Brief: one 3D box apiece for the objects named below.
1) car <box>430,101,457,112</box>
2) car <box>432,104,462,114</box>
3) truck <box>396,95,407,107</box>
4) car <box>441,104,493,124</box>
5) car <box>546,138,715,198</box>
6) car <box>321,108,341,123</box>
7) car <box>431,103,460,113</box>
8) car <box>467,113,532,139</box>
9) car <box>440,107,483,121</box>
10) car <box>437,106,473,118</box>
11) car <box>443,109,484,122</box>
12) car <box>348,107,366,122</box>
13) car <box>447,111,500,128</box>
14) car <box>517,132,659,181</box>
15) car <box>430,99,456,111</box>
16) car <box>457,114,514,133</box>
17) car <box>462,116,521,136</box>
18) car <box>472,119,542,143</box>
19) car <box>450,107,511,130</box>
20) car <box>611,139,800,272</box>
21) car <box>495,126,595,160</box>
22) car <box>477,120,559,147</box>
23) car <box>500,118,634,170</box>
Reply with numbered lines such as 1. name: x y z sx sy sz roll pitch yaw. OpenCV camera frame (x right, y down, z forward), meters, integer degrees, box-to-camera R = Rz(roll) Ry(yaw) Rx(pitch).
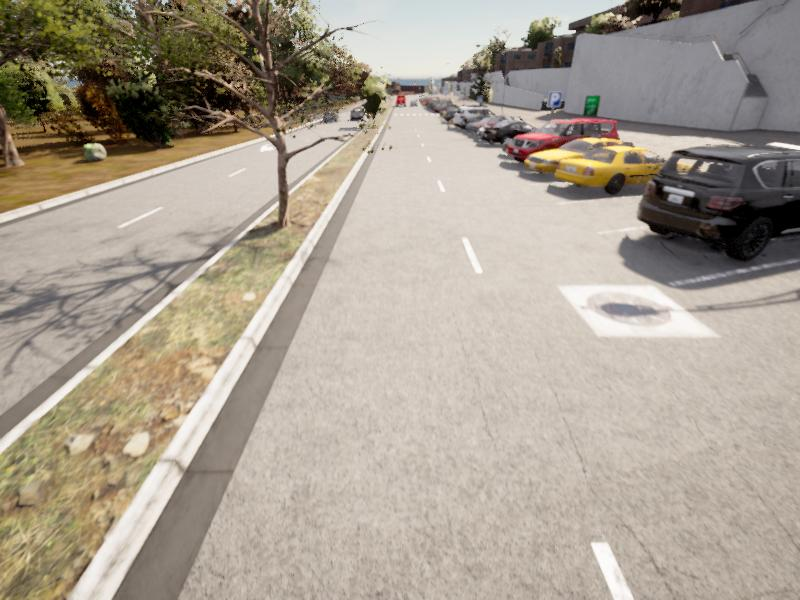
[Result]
1. car: 8.255 -36.644 75.717 4.553 1.767 2.185 -9 29 -18
2. car: 8.243 -33.719 70.487 4.792 1.488 2.163 -9 30 -18
3. truck: 0.275 -48.550 97.553 2.627 2.467 5.204 0 28 0
4. car: 8.186 -22.802 49.087 5.566 2.045 2.435 -9 29 -18
5. car: 8.284 -4.883 14.512 5.366 1.575 1.946 -9 28 -18
6. car: -8.624 -23.275 50.519 1.789 1.549 3.705 0 28 0
7. car: 8.271 -35.114 73.163 4.674 1.452 2.002 -9 29 -18
8. car: 8.195 -14.462 33.143 4.553 1.767 2.185 -9 29 -18
9. car: 8.395 -25.404 54.601 5.366 1.575 1.946 -9 29 -18
10. car: 8.213 -28.132 59.860 4.792 1.488 2.163 -9 30 -18
11. car: 8.220 -23.943 51.897 4.674 1.452 2.002 -9 29 -18
12. car: -5.621 -24.619 53.024 1.851 1.617 3.988 0 28 0
13. car: 8.021 -19.799 43.826 5.366 1.575 1.946 -9 29 -18
14. car: 7.943 -6.186 17.065 5.366 1.575 1.946 -9 29 -18
15. car: 8.402 -38.144 78.357 4.442 1.987 1.878 -9 29 -18
16. car: 8.204 -17.058 38.570 4.792 1.488 2.163 -9 28 -18
17. car: 8.173 -15.668 35.883 4.674 1.452 2.002 -9 29 -18
18. car: 8.158 -12.952 30.534 4.674 1.452 2.002 -9 29 -18
19. car: 8.214 -18.676 41.110 5.566 2.045 2.435 -9 29 -18
20. car: 8.122 -2.359 9.006 5.566 2.045 2.435 -9 28 -18
21. car: 8.107 -8.891 22.483 4.792 1.488 2.163 -9 29 -18
22. car: 8.141 -11.632 27.839 5.008 1.535 2.097 -9 28 -18
23. car: 8.104 -7.785 19.676 5.566 2.045 2.435 -9 29 -18
